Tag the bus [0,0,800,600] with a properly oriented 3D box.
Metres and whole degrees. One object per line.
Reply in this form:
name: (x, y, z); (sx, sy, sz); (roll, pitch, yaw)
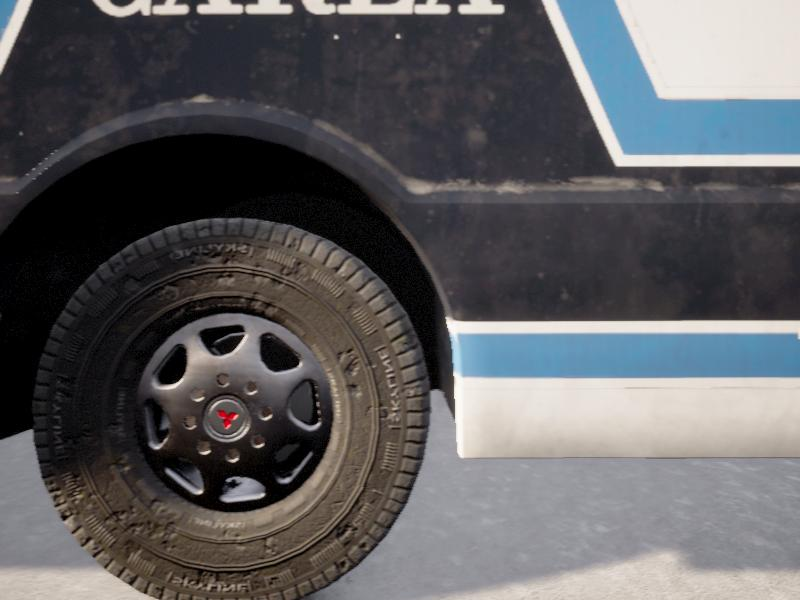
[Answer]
bus: (-2.697, -1.133, 2.578); (10.273, 4.253, 3.944); (0, 0, 0)
